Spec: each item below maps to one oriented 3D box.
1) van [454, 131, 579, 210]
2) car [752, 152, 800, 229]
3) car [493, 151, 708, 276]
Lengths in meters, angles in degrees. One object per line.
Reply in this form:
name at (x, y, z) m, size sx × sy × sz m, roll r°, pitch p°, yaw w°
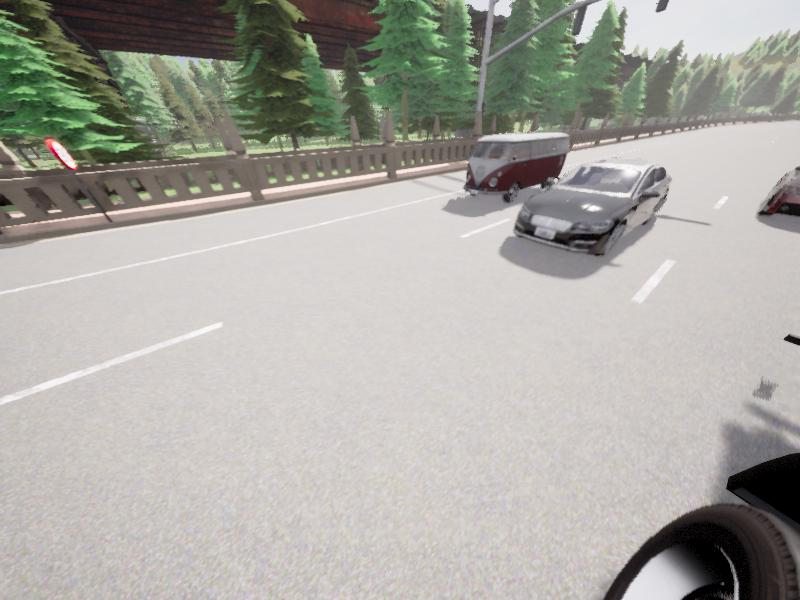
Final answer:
van at (4.310, -5.010, 8.636) m, size 4.442 × 1.987 × 1.775 m, roll -25°, pitch 42°, yaw -28°
car at (11.424, -2.920, 5.916) m, size 4.181 × 1.385 × 1.994 m, roll -25°, pitch 42°, yaw -28°
car at (4.820, -2.456, 5.559) m, size 4.902 × 1.511 × 2.128 m, roll -25°, pitch 42°, yaw -28°
